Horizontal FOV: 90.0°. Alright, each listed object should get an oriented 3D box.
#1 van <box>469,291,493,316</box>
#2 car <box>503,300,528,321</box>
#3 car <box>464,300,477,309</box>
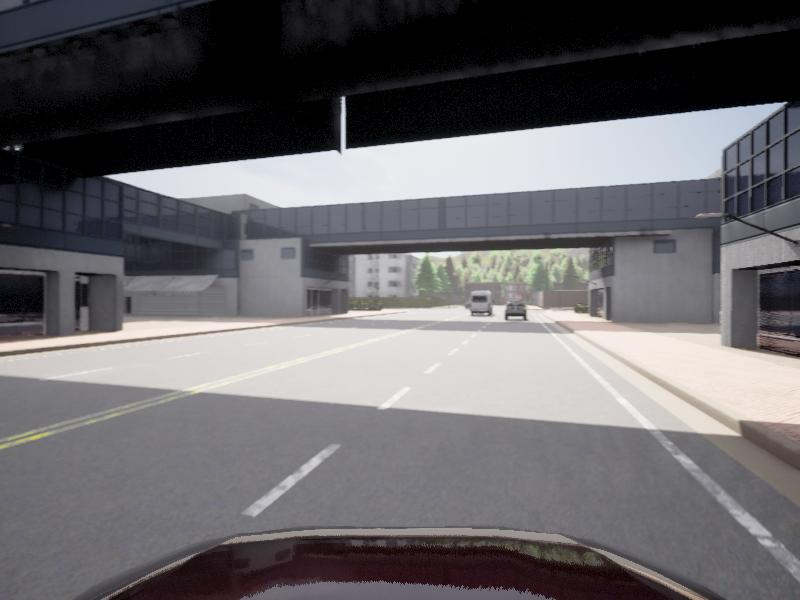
[{"bbox_3d":[8.797,0.334,42.883,1.988,2.561,5.915,0,0,16],"label":"van"},{"bbox_3d":[9.752,0.810,33.732,1.851,1.617,3.988,0,0,16],"label":"car"},{"bbox_3d":[12.359,0.833,69.765,1.837,1.490,4.892,0,0,16],"label":"car"}]
